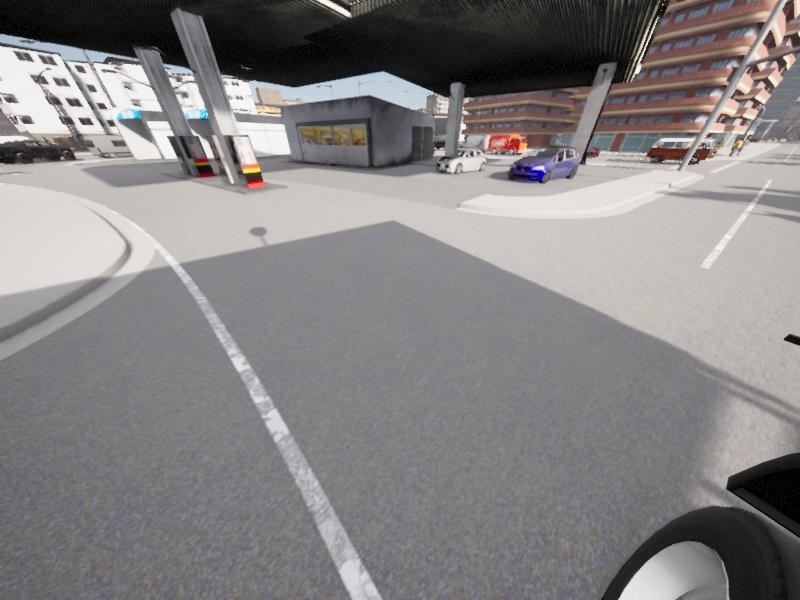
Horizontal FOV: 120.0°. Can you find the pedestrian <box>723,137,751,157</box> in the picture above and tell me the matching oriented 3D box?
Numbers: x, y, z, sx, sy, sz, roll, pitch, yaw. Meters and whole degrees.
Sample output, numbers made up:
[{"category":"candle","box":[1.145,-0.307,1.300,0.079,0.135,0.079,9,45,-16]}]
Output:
[{"category":"pedestrian","box":[39.377,-17.864,27.007,0.751,1.860,0.751,5,36,8]}]

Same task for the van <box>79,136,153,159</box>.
[{"category":"van","box":[-40.093,-21.804,32.929,1.988,2.561,5.915,9,36,13]}]

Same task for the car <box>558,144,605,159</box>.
[{"category":"car","box":[23.324,-19.281,29.874,1.994,1.385,4.181,-23,41,-29]}]

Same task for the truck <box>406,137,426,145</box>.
[{"category":"truck","box":[5.367,-52.758,76.570,6.274,2.098,2.390,-23,41,-27]}]

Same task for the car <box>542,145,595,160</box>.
[{"category":"car","box":[20.464,-18.054,28.221,1.895,1.301,4.718,-23,41,-29]}]

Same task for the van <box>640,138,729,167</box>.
[{"category":"van","box":[26.095,-13.769,21.460,2.069,2.038,4.480,-20,39,-27]}]

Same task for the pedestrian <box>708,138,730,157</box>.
[{"category":"pedestrian","box":[37.973,-18.232,27.540,0.751,1.860,0.751,-27,43,-32]}]

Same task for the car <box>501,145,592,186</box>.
[{"category":"car","box":[8.443,-7.909,13.401,4.611,1.667,2.242,-22,41,-28]}]

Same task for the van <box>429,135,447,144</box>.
[{"category":"van","box":[13.355,-56.243,80.908,6.366,2.431,2.351,-23,41,-27]}]

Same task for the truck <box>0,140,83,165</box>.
[{"category":"truck","box":[-41.732,-16.879,26.341,2.390,2.098,6.274,0,35,0]}]

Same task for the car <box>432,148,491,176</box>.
[{"category":"car","box":[4.523,-10.224,16.992,3.806,1.475,1.970,-22,41,-28]}]

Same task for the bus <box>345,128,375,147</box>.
[{"category":"bus","box":[-11.876,-48.175,68.554,3.944,4.253,10.273,-23,41,-28]}]

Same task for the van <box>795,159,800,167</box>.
[{"category":"van","box":[36.956,-12.752,19.918,4.480,2.038,2.069,-23,41,-27]}]

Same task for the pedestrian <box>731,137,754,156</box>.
[{"category":"pedestrian","box":[42.038,-18.837,28.366,0.751,1.860,0.751,-30,45,-35]}]

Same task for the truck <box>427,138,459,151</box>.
[{"category":"truck","box":[8.486,-31.298,46.393,2.390,2.098,6.274,-23,41,-29]}]

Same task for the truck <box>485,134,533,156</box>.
[{"category":"truck","box":[15.578,-22.400,33.401,2.627,2.467,5.204,-23,41,-28]}]

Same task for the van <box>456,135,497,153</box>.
[{"category":"van","box":[13.323,-27.606,40.836,2.351,2.431,6.366,-23,41,-29]}]

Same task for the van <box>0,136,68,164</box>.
[{"category":"van","box":[-45.144,-17.951,27.506,1.988,2.561,5.915,1,35,3]}]
